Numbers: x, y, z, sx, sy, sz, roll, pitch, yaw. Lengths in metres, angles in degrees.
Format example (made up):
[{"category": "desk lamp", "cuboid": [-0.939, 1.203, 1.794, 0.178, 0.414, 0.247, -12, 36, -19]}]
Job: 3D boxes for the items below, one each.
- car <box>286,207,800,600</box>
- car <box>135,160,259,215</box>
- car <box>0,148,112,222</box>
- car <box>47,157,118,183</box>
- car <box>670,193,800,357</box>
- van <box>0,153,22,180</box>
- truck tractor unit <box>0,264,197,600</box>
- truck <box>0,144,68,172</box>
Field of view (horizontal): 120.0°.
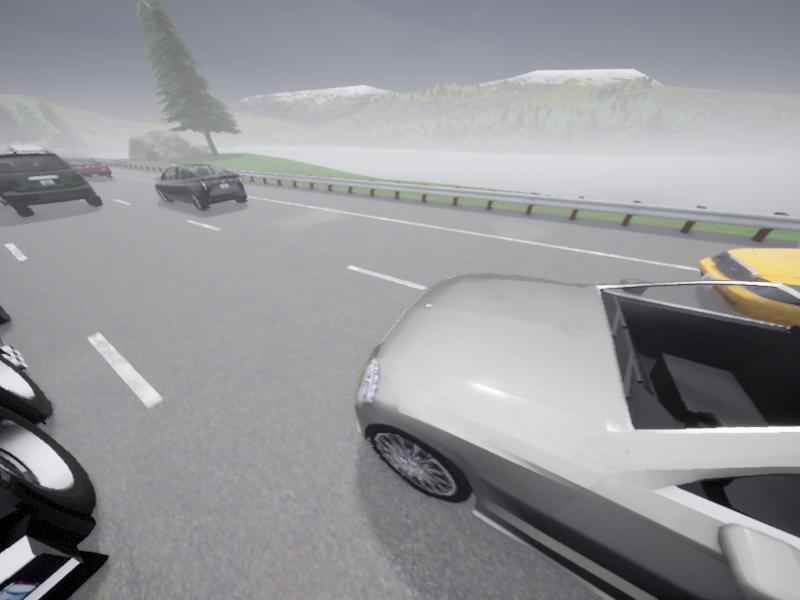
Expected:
[{"category": "car", "cuboid": [2.128, 0.819, 1.395, 5.027, 1.651, 2.152, 18, 39, 24]}, {"category": "car", "cuboid": [-8.633, -4.940, 9.878, 4.514, 1.525, 2.007, 18, 39, 24]}, {"category": "car", "cuboid": [-14.972, -4.901, 9.440, 5.566, 2.045, 2.150, 18, 39, 24]}, {"category": "car", "cuboid": [-23.355, -9.622, 16.974, 4.718, 1.301, 1.895, 18, 39, 24]}, {"category": "car", "cuboid": [7.159, 0.160, 2.322, 5.366, 1.575, 1.801, 18, 39, 24]}, {"category": "van", "cuboid": [-31.331, -10.207, 17.250, 4.480, 2.038, 2.069, 18, 39, 24]}, {"category": "truck tractor unit", "cuboid": [-5.118, -0.291, 0.784, 6.516, 4.208, 3.053, 18, 39, 24]}, {"category": "truck", "cuboid": [-37.032, -14.388, 23.275, 6.274, 2.098, 2.390, 18, 39, 24]}]
